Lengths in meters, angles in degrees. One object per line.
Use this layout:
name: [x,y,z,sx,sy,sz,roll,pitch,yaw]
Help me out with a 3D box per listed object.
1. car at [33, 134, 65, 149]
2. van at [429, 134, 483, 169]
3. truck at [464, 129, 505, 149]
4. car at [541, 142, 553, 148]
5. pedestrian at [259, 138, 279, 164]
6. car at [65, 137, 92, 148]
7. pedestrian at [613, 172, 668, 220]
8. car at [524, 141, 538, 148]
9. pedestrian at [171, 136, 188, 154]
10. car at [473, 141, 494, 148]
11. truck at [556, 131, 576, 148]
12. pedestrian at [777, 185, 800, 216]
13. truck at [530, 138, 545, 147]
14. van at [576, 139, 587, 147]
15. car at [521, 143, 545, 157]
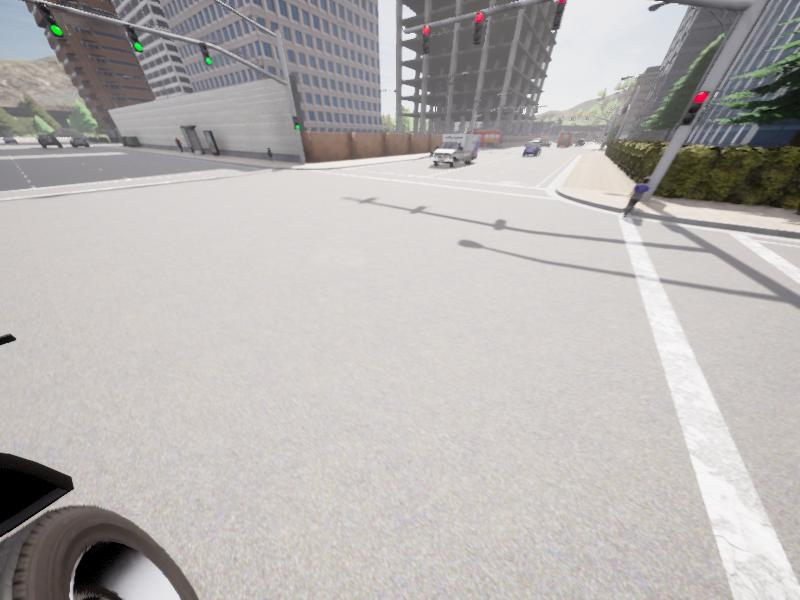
car: [-63.924,-28.861,42.021,5.566,2.045,2.150,22,41,28]
van: [5.480,-14.329,22.124,2.351,2.431,6.366,22,41,28]
truck: [20.430,-39.429,56.494,8.468,3.827,2.891,22,41,27]
car: [40.449,-42.733,63.579,1.895,1.301,4.718,22,41,28]
pedestrian: [-11.324,-12.867,19.949,0.751,1.860,0.751,21,40,26]
car: [-61.859,-30.319,44.451,4.856,1.649,2.033,22,41,28]
pedestrian: [7.953,-3.493,7.739,0.751,1.300,0.751,23,41,28]
car: [35.857,-42.530,63.149,2.033,1.411,5.357,22,41,28]
pedestrian: [-27.834,-19.538,29.160,0.751,1.860,0.751,25,42,30]
car: [21.621,-40.370,60.020,4.718,1.301,1.895,22,41,28]
truck: [48.036,-46.468,66.756,2.891,3.827,8.468,22,41,28]
pedestrian: [13.429,-3.392,7.366,0.751,1.300,0.751,21,40,26]
truck: [41.106,-47.142,69.117,2.390,2.098,6.274,22,41,28]
van: [59.487,-51.653,75.762,2.069,2.038,4.480,22,41,28]
car: [19.672,-22.134,34.084,2.007,1.525,4.514,23,41,29]
